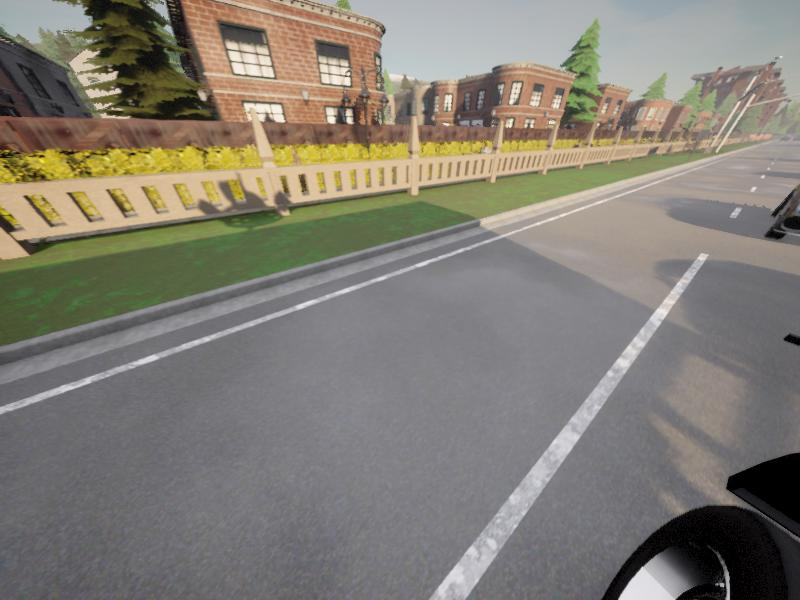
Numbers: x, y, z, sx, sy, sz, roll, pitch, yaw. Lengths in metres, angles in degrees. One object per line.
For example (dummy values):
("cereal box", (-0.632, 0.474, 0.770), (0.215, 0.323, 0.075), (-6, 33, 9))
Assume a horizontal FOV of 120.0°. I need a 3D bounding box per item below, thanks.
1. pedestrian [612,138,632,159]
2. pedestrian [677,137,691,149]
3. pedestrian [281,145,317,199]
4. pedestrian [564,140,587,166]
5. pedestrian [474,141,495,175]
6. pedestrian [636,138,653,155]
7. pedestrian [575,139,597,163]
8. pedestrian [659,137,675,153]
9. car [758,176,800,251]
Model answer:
("pedestrian", (24.201, -16.496, 25.212), (0.751, 1.860, 0.751), (-23, 41, -28))
("pedestrian", (52.985, -29.300, 43.110), (0.751, 1.860, 0.751), (-23, 41, -28))
("pedestrian", (-4.142, -5.284, 9.566), (0.751, 1.860, 0.751), (-23, 41, -29))
("pedestrian", (15.181, -12.751, 19.984), (0.751, 1.860, 0.751), (-22, 40, -28))
("pedestrian", (5.672, -9.582, 15.575), (0.751, 1.860, 0.751), (-23, 41, -29))
("pedestrian", (32.730, -20.604, 30.962), (0.751, 1.860, 0.751), (-22, 40, -27))
("pedestrian", (17.489, -13.990, 21.721), (0.751, 1.860, 0.751), (-16, 38, -21))
("pedestrian", (39.405, -22.876, 34.119), (0.751, 1.860, 0.751), (-23, 41, -29))
("car", (11.844, -2.489, 5.923), (5.027, 1.651, 2.152), (-23, 41, -28))
